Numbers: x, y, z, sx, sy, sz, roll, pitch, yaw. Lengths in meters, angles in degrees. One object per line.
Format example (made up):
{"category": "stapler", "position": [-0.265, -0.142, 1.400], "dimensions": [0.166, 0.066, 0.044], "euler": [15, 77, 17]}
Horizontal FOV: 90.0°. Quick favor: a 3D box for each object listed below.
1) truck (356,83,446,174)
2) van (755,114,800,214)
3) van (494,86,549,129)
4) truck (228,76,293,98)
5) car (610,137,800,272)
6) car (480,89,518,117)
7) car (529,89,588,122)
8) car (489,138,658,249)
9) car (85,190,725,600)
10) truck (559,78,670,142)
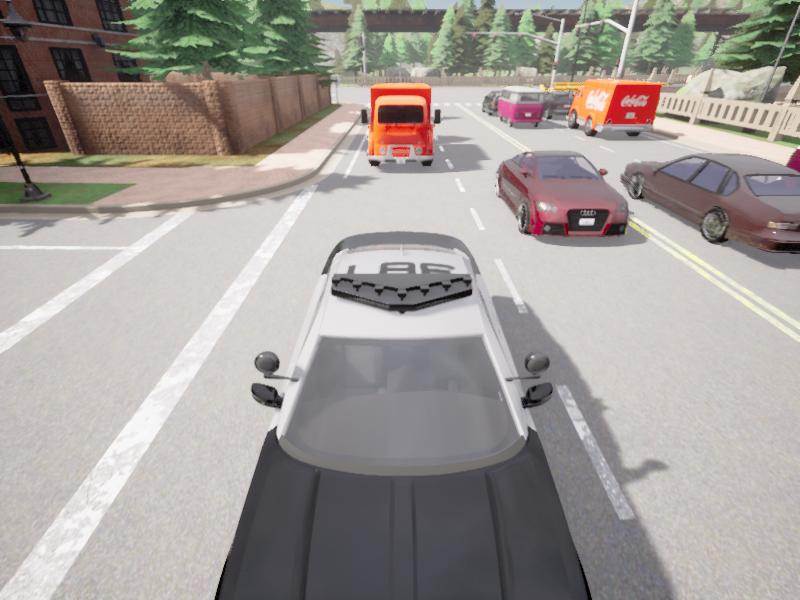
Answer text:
{"category": "truck", "position": [0.028, -6.437, 14.583], "dimensions": [2.627, 2.467, 5.204], "euler": [0, 30, 0]}
{"category": "van", "position": [10.520, -2.476, 8.228], "dimensions": [2.069, 2.038, 4.480], "euler": [0, 30, 0]}
{"category": "van", "position": [7.033, -11.485, 23.698], "dimensions": [1.775, 1.987, 4.442], "euler": [0, 30, 0]}
{"category": "truck", "position": [-15.659, -24.157, 45.258], "dimensions": [6.274, 2.098, 2.390], "euler": [0, 30, 0]}
{"category": "car", "position": [7.022, -2.434, 8.796], "dimensions": [2.033, 1.411, 5.357], "euler": [0, 30, 0]}
{"category": "car", "position": [7.038, -14.205, 28.782], "dimensions": [1.789, 1.549, 3.705], "euler": [0, 30, 0]}
{"category": "car", "position": [10.536, -13.253, 27.082], "dimensions": [2.033, 1.649, 4.856], "euler": [0, 30, 0]}
{"category": "car", "position": [3.521, -2.636, 9.161], "dimensions": [1.994, 1.385, 4.181], "euler": [0, 31, 0]}
{"category": "car", "position": [0.014, 0.600, 3.355], "dimensions": [1.930, 1.638, 5.238], "euler": [0, 30, 0]}
{"category": "truck", "position": [10.534, -9.820, 20.390], "dimensions": [2.627, 2.467, 5.204], "euler": [0, 31, 0]}
